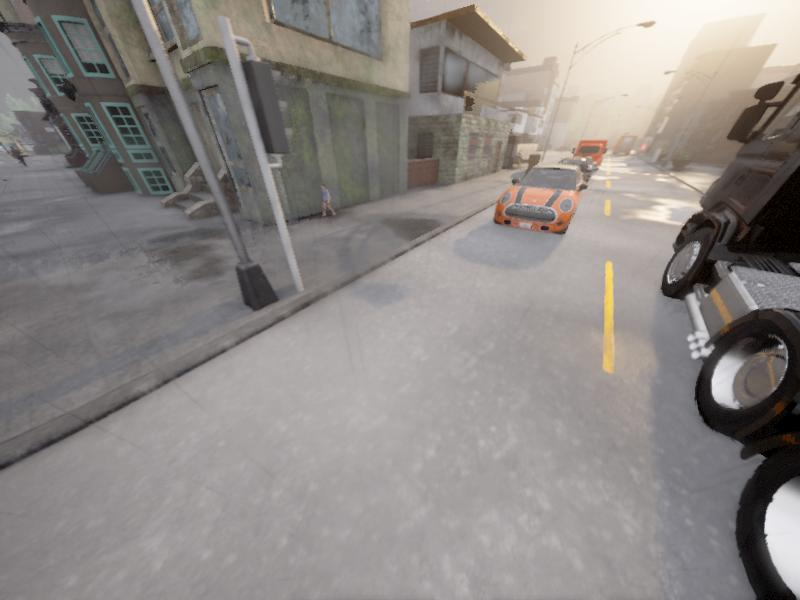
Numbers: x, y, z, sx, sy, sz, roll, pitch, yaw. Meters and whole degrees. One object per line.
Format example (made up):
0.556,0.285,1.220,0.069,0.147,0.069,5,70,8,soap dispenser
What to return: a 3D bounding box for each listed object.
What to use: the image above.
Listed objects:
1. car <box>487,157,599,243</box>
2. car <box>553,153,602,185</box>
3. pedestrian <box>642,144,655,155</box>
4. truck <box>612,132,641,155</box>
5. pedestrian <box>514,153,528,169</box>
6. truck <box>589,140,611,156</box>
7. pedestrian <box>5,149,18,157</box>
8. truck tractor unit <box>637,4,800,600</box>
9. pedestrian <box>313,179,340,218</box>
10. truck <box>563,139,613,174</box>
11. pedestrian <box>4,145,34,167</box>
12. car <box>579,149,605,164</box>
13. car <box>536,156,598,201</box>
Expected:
4.962,-3.666,7.839,2.097,1.767,4.553,23,41,30,car
12.938,-9.593,16.722,2.038,1.542,4.974,23,41,29,car
48.535,-29.395,45.115,0.751,1.860,0.751,-17,38,-23,pedestrian
48.668,-33.782,49.992,2.891,3.827,8.468,23,41,30,truck
11.649,-13.450,22.318,0.751,1.300,0.751,24,41,30,pedestrian
41.935,-31.925,48.455,2.627,2.467,5.204,23,42,30,truck
-63.620,-24.029,37.828,0.500,1.100,0.500,-20,39,-26,pedestrian
4.631,-0.615,1.240,3.053,4.208,6.516,24,41,31,truck tractor unit
-2.523,-3.499,7.974,0.500,1.100,0.500,23,41,29,pedestrian
17.554,-13.473,21.548,2.627,2.467,5.204,23,41,30,truck
-39.159,-14.797,23.737,0.751,1.860,0.751,20,39,27,pedestrian
25.607,-19.120,30.746,2.033,1.411,5.357,23,41,30,car
8.897,-6.569,12.242,1.851,1.617,3.988,23,41,30,car
